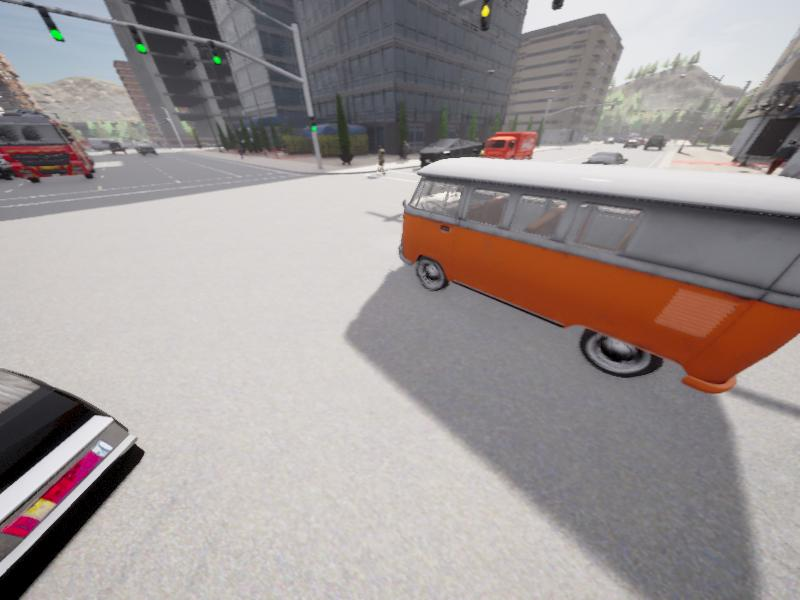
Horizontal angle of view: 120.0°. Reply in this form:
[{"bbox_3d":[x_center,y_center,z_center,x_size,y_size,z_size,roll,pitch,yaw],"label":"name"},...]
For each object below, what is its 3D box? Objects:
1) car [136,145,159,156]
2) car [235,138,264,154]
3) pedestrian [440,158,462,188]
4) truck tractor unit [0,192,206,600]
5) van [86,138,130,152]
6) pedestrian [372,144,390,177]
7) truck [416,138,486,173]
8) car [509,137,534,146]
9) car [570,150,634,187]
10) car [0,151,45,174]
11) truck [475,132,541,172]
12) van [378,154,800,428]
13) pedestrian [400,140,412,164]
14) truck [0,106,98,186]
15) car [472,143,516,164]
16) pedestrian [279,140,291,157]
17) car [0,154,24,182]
[{"bbox_3d":[-43.094,-25.542,39.385,4.892,1.490,1.837,29,45,35],"label":"car"},{"bbox_3d":[-26.278,-27.168,40.654,2.390,2.098,6.274,-9,36,-12],"label":"car"},{"bbox_3d":[2.701,-6.732,12.235,0.751,1.300,0.751,22,41,29],"label":"pedestrian"},{"bbox_3d":[-5.364,0.158,0.139,6.516,4.208,3.053,3,35,4],"label":"truck tractor unit"},{"bbox_3d":[-68.379,-36.506,54.322,1.988,2.561,5.915,29,45,35],"label":"van"},{"bbox_3d":[-1.277,-9.505,15.728,0.751,1.860,0.751,28,44,34],"label":"pedestrian"},{"bbox_3d":[4.325,-12.295,19.417,6.274,2.098,2.390,-30,45,-35],"label":"truck"},{"bbox_3d":[29.717,-38.801,56.628,2.097,1.767,4.553,-30,45,-35],"label":"car"},{"bbox_3d":[12.023,-7.915,13.679,1.812,1.442,4.674,29,45,35],"label":"car"},{"bbox_3d":[-35.087,-12.621,21.100,5.357,1.411,2.033,29,45,35],"label":"car"},{"bbox_3d":[8.889,-12.258,18.973,2.627,2.467,5.204,29,45,35],"label":"truck"},{"bbox_3d":[1.880,-0.856,3.396,4.442,1.987,1.775,29,45,35],"label":"van"},{"bbox_3d":[0.541,-13.962,21.732,0.751,1.860,0.751,27,43,33],"label":"pedestrian"},{"bbox_3d":[-24.941,-10.806,16.275,8.468,3.827,2.891,29,45,35],"label":"truck"},{"bbox_3d":[9.879,-15.318,24.049,5.366,1.575,1.801,-30,45,-35],"label":"car"},{"bbox_3d":[-15.439,-20.418,31.091,0.751,1.860,0.751,19,40,25],"label":"pedestrian"},{"bbox_3d":[-28.594,-9.063,15.902,3.806,1.475,1.970,29,45,35],"label":"car"}]
